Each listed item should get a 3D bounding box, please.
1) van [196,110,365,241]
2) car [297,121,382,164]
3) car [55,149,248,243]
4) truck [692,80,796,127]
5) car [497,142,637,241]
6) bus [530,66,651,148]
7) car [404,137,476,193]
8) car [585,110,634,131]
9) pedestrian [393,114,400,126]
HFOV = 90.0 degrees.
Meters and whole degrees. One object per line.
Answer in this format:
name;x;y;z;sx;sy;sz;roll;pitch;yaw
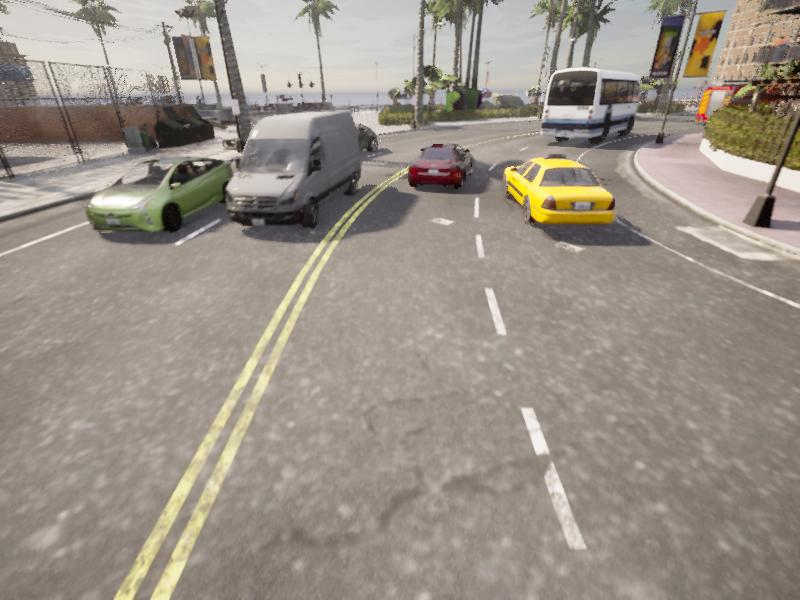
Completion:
van;-2.815;-3.924;11.511;1.988;2.561;5.915;4;28;10
car;-3.103;-8.757;21.893;2.152;1.651;5.027;11;30;22
car;-6.344;-3.093;11.082;2.007;1.525;4.514;3;27;7
truck;32.871;-18.862;38.312;8.468;3.827;2.891;-11;29;-20
car;4.160;-3.278;11.152;1.801;1.575;5.366;1;27;2
bus;13.350;-13.347;27.574;3.944;4.253;10.273;20;34;36
car;1.668;-5.312;15.384;1.994;1.385;4.181;7;28;14
car;18.685;-16.050;35.728;3.806;1.475;1.970;-18;32;-30
pedestrian;-0.373;-18.030;40.007;0.500;1.100;0.500;-24;36;-38
